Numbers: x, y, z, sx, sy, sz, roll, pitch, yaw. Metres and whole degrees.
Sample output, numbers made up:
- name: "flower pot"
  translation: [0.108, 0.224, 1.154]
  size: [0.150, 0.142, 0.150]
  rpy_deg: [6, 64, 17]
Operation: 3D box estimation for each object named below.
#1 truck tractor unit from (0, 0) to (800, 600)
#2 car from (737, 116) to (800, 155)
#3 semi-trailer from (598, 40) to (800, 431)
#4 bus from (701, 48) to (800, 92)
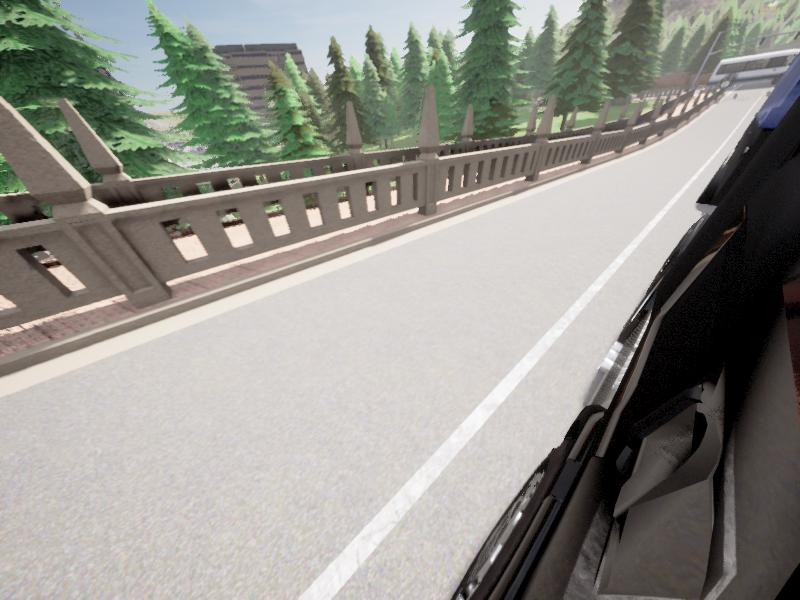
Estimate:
- name: "truck tractor unit"
  translation: [2.645, -0.295, 0.351]
  size: [6.516, 4.208, 3.053]
  rpy_deg: [-28, 44, -30]
- name: "car"
  translation: [23.621, -10.532, 14.669]
  size: [5.366, 1.575, 1.801]
  rpy_deg: [-29, 44, -29]
- name: "semi-trailer"
  translation: [8.692, -3.613, 4.228]
  size: [14.254, 4.402, 2.717]
  rpy_deg: [-28, 44, -30]
- name: "bus"
  translation: [62.669, -40.585, 40.924]
  size: [10.273, 4.253, 3.944]
  rpy_deg: [28, 54, 36]
